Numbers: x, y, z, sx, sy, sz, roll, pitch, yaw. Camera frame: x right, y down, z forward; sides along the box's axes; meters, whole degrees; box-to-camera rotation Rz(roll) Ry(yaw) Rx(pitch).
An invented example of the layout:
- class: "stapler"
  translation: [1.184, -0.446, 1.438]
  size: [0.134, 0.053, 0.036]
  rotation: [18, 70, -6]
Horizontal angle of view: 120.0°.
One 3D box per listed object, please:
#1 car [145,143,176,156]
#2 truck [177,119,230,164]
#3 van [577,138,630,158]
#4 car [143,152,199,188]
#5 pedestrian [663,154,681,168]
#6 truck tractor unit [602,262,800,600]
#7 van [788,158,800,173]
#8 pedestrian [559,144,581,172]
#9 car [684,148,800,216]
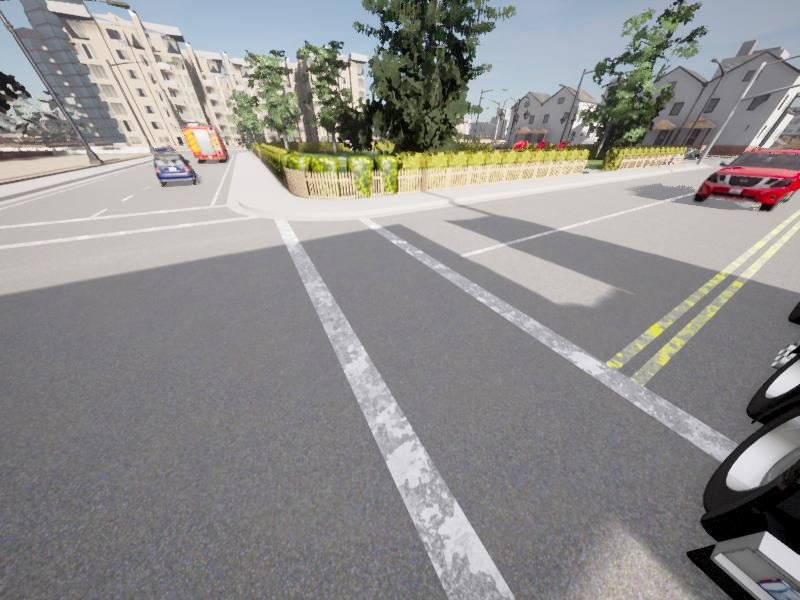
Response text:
- class: "car"
  translation: [-47.979, -30.267, 46.400]
  size: [3.806, 1.475, 1.970]
  rotation: [-23, 41, -19]
- class: "truck"
  translation: [-23.126, -19.026, 27.823]
  size: [2.891, 3.827, 8.468]
  rotation: [-18, 39, -24]
- class: "van"
  translation: [33.943, -25.617, 38.834]
  size: [1.988, 2.561, 5.915]
  rotation: [-18, 39, -24]
- class: "car"
  translation: [-13.794, -8.047, 14.109]
  size: [1.789, 1.549, 3.705]
  rotation: [-23, 41, -30]
- class: "pedestrian"
  translation: [25.038, -12.791, 21.293]
  size: [0.500, 1.100, 0.500]
  rotation: [-16, 38, -22]
- class: "truck tractor unit"
  translation: [5.107, -0.305, 0.786]
  size: [6.516, 4.208, 3.053]
  rotation: [-18, 39, -24]
- class: "van"
  translation: [37.027, -12.324, 20.197]
  size: [4.480, 2.038, 2.069]
  rotation: [-18, 39, -25]
- class: "pedestrian"
  translation: [13.613, -11.409, 18.565]
  size: [0.751, 1.860, 0.751]
  rotation: [15, 37, 20]
- class: "car"
  translation: [15.325, -5.241, 9.855]
  size: [5.566, 2.045, 2.150]
  rotation: [-18, 39, -25]
